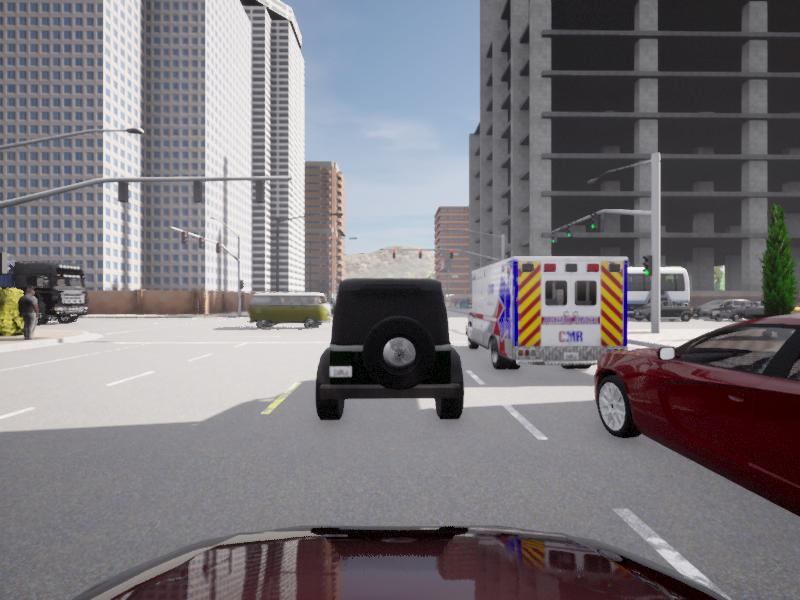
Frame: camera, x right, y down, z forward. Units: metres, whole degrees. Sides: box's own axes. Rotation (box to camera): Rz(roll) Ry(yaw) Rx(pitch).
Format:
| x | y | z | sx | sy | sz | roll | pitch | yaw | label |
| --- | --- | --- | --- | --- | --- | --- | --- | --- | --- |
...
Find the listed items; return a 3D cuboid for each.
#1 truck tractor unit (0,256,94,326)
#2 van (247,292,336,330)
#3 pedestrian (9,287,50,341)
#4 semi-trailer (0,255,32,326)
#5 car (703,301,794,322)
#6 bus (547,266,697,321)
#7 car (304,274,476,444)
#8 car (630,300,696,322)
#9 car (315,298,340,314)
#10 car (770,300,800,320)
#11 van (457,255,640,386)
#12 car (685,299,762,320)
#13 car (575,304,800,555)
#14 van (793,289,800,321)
| x | y | z | sx | sy | sz | roll | pitch | yaw | label |
| --- | --- | --- | --- | --- | --- | --- | --- | --- | --- |
| -23.990 | -0.522 | 25.524 | 6.516 | 4.208 | 3.053 | 0 | 0 | 1 | truck tractor unit |
| -5.939 | 0.596 | 22.234 | 4.442 | 1.987 | 1.775 | 0 | 0 | -1 | van |
| -13.168 | 0.485 | 14.233 | 0.751 | 1.860 | 0.751 | 0 | 0 | 11 | pedestrian |
| -31.901 | -0.617 | 25.611 | 14.254 | 4.402 | 2.717 | 0 | 0 | 1 | semi-trailer |
| 25.877 | 0.836 | 29.830 | 4.902 | 1.511 | 2.128 | 0 | 0 | -1 | car |
| 18.010 | -0.535 | 33.064 | 10.273 | 4.253 | 3.944 | 0 | 0 | -1 | bus |
| -0.157 | 0.646 | 6.375 | 1.905 | 1.878 | 3.866 | 0 | 0 | -2 | car |
| 19.451 | 0.815 | 29.711 | 3.705 | 1.549 | 1.789 | 0 | 0 | -1 | car |
| -8.316 | 0.652 | 46.420 | 1.932 | 1.855 | 4.605 | 0 | 0 | 1 | car |
| 34.461 | 0.801 | 33.494 | 5.366 | 1.575 | 1.801 | 0 | 0 | -1 | car |
| 3.229 | 0.378 | 10.624 | 2.351 | 2.431 | 6.366 | 0 | 0 | -2 | van |
| 26.870 | 0.756 | 33.351 | 4.611 | 1.667 | 2.242 | 0 | 0 | -1 | car |
| 3.422 | 0.823 | 3.069 | 1.882 | 1.535 | 5.008 | 0 | 0 | -1 | car |
| 33.792 | 0.378 | 29.982 | 6.366 | 2.431 | 2.351 | 0 | 0 | -1 | van |
